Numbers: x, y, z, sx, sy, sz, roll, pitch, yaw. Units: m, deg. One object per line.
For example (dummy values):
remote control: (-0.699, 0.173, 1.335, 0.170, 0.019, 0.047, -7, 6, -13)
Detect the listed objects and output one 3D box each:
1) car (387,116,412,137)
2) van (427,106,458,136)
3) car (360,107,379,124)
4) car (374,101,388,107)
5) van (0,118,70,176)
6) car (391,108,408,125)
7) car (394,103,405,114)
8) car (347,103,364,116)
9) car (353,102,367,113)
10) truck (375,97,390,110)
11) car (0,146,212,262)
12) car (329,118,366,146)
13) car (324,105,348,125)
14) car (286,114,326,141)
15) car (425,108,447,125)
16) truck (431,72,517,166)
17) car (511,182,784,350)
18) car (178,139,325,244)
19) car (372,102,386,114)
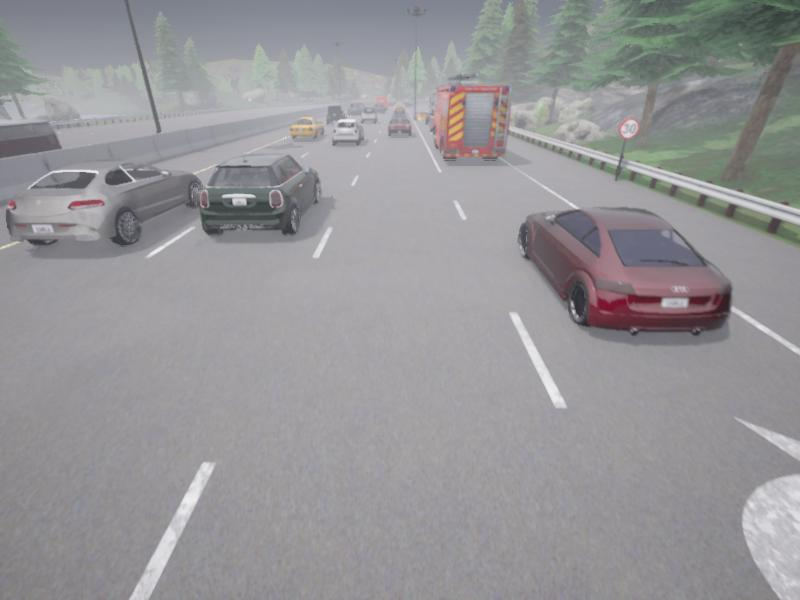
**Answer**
car: (-0.012, -14.349, 32.991, 1.895, 1.301, 4.718, 0, 27, 0)
van: (3.489, -15.110, 33.655, 2.069, 2.038, 4.480, 0, 28, 0)
car: (-3.540, -21.587, 46.688, 1.851, 1.617, 3.988, 0, 27, 0)
car: (-4.710, -49.072, 100.145, 1.812, 1.442, 4.674, 10, 29, 18)
van: (-17.506, -6.850, 17.725, 1.775, 1.987, 4.442, 0, 28, 0)
car: (-0.034, -20.412, 44.490, 1.845, 1.501, 3.633, 0, 27, 0)
car: (-0.109, -32.101, 67.139, 1.882, 1.535, 5.008, 0, 27, 0)
car: (-7.099, -30.542, 63.985, 2.242, 1.667, 4.611, 0, 27, 0)
car: (-7.127, -34.906, 72.470, 2.033, 1.649, 4.856, 0, 27, 0)
truck: (-3.664, -41.487, 84.318, 2.627, 2.467, 5.204, 1, 27, 1)
car: (-7.006, -2.667, 10.000, 2.152, 1.651, 5.027, 0, 27, 0)
car: (-3.507, -11.509, 27.293, 1.970, 1.475, 3.806, 0, 27, 0)
car: (-7.033, -20.510, 44.298, 1.905, 1.878, 3.866, 0, 27, 0)
car: (-7.009, -13.211, 30.485, 1.801, 1.575, 5.366, 0, 27, 0)
car: (4.101, -20.789, 45.208, 2.038, 1.542, 4.974, 4, 27, 9)
truck: (3.497, -9.874, 21.551, 2.891, 3.827, 8.468, 0, 27, 0)
car: (3.496, -0.909, 6.852, 1.994, 1.385, 4.181, 0, 27, 0)
car: (-3.505, -3.094, 10.632, 2.097, 1.767, 4.553, 0, 27, 0)
car: (-3.621, -33.864, 70.529, 2.242, 1.667, 4.611, 0, 27, 0)
